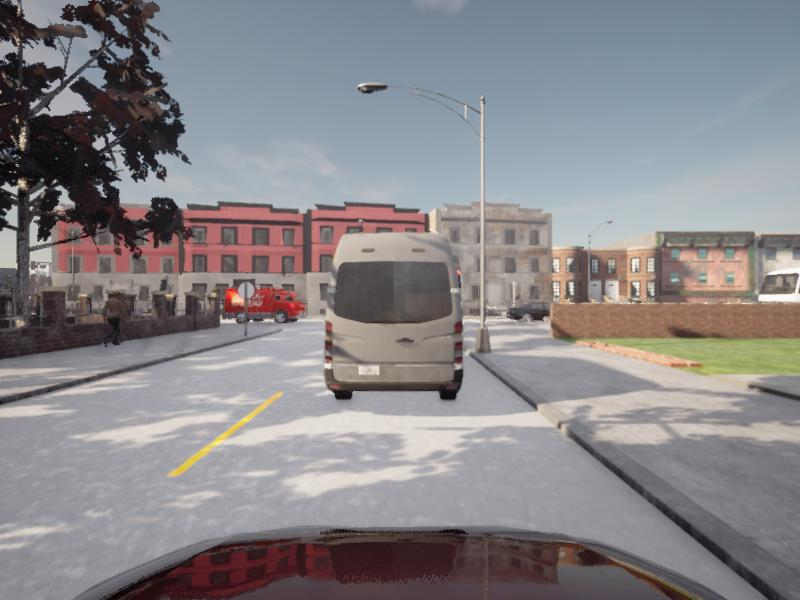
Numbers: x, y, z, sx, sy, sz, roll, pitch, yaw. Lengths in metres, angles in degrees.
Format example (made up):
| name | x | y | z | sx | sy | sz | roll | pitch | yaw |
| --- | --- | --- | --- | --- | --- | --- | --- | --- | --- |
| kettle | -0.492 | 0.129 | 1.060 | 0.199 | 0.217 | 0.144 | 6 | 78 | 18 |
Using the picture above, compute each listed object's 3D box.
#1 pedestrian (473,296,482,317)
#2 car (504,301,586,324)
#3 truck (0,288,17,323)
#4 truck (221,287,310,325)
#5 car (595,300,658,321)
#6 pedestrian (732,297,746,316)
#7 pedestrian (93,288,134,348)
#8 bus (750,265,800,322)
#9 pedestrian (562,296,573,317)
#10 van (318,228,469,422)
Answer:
| name | x | y | z | sx | sy | sz | roll | pitch | yaw |
| --- | --- | --- | --- | --- | --- | --- | --- | --- | --- |
| pedestrian | 7.175 | 0.581 | 36.972 | 0.751 | 1.860 | 0.751 | 0 | 0 | 5 |
| car | 10.039 | 0.859 | 27.931 | 5.008 | 1.535 | 1.882 | 0 | 0 | 0 |
| truck | -30.758 | 0.392 | 28.069 | 5.204 | 2.467 | 2.627 | 0 | 0 | 0 |
| truck | -9.166 | 0.394 | 27.664 | 5.204 | 2.467 | 2.627 | 0 | -1 | 8 |
| car | 17.998 | 0.830 | 31.921 | 3.988 | 1.617 | 1.851 | 0 | 0 | 0 |
| pedestrian | 33.164 | 0.634 | 39.153 | 0.751 | 1.860 | 0.751 | 0 | 0 | 2 |
| pedestrian | -9.098 | 0.551 | 12.729 | 0.751 | 1.860 | 0.751 | 0 | 0 | 3 |
| bus | 34.598 | -0.492 | 31.706 | 10.273 | 4.253 | 3.944 | 0 | 0 | 0 |
| pedestrian | 15.268 | 0.581 | 36.437 | 0.751 | 1.860 | 0.751 | 0 | 0 | 7 |
| van | -0.033 | 0.333 | 8.233 | 1.988 | 2.561 | 5.915 | 0 | 0 | 1 |
